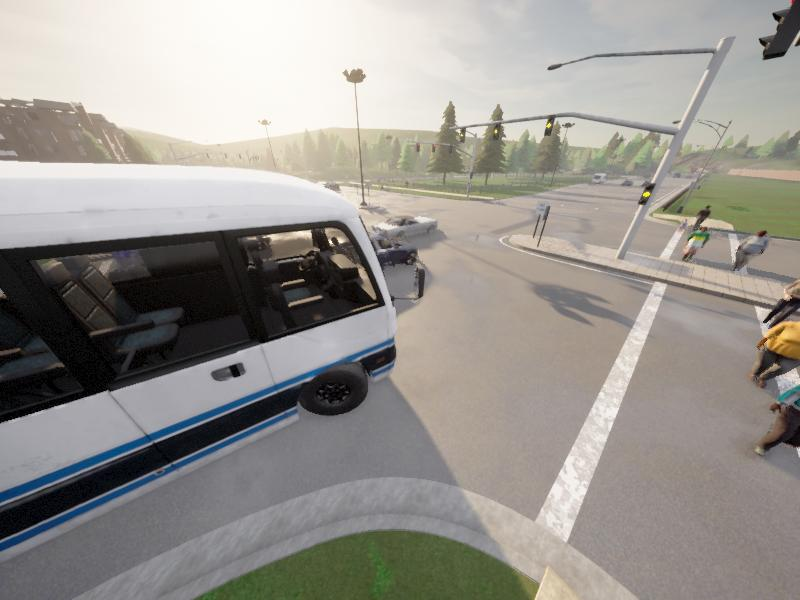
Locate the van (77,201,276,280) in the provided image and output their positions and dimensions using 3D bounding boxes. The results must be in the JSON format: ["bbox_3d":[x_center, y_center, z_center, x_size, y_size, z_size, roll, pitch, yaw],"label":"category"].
[{"bbox_3d":[-10.373,-3.375,11.784,6.366,2.431,2.351,-23,37,-34],"label":"van"}]

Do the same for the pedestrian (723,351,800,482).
[{"bbox_3d":[6.136,1.721,3.475,0.751,1.860,0.751,-26,39,-37],"label":"pedestrian"}]

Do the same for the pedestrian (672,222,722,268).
[{"bbox_3d":[14.023,-2.614,10.984,0.751,1.860,0.751,26,39,37],"label":"pedestrian"}]

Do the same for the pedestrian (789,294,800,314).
[{"bbox_3d":[13.024,-0.379,6.813,0.751,1.860,0.751,-25,38,-36],"label":"pedestrian"}]

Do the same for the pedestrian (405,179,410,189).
[{"bbox_3d":[1.477,-23.842,47.448,0.751,1.860,0.751,-20,35,-31],"label":"pedestrian"}]

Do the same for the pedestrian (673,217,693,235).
[{"bbox_3d":[20.152,-5.265,16.466,0.500,1.100,0.500,-25,38,-36],"label":"pedestrian"}]

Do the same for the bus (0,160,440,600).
[{"bbox_3d":[-4.899,0.637,2.991,10.273,4.253,3.944,-17,34,-29],"label":"bus"}]

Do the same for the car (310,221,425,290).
[{"bbox_3d":[-1.292,-2.305,10.688,4.611,1.667,2.242,-23,37,-34],"label":"car"}]

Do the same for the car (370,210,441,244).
[{"bbox_3d":[0.484,-5.184,16.048,4.718,1.301,1.895,-23,37,-34],"label":"car"}]

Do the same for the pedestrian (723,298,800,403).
[{"bbox_3d":[7.844,1.028,4.677,0.751,1.860,0.751,-19,35,-29],"label":"pedestrian"}]

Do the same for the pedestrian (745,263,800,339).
[{"bbox_3d":[11.066,0.023,6.511,0.751,1.860,0.751,-18,35,-29],"label":"pedestrian"}]

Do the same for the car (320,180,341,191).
[{"bbox_3d":[-14.547,-24.047,48.375,1.930,1.638,5.238,-22,37,-34],"label":"car"}]

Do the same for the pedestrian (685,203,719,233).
[{"bbox_3d":[21.861,-5.948,16.760,0.751,1.860,0.751,25,38,36],"label":"pedestrian"}]

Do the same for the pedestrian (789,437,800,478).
[{"bbox_3d":[6.691,1.961,3.083,0.751,1.860,0.751,-22,37,-33],"label":"pedestrian"}]

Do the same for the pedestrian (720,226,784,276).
[{"bbox_3d":[14.839,-2.069,9.788,0.751,1.860,0.751,-19,35,-29],"label":"pedestrian"}]

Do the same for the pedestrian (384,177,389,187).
[{"bbox_3d":[-3.114,-27.140,53.159,0.751,1.860,0.751,-20,36,-31],"label":"pedestrian"}]

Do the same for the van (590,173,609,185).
[{"bbox_3d":[54.933,-33.330,63.514,5.915,2.561,1.988,-23,37,-34],"label":"van"}]
